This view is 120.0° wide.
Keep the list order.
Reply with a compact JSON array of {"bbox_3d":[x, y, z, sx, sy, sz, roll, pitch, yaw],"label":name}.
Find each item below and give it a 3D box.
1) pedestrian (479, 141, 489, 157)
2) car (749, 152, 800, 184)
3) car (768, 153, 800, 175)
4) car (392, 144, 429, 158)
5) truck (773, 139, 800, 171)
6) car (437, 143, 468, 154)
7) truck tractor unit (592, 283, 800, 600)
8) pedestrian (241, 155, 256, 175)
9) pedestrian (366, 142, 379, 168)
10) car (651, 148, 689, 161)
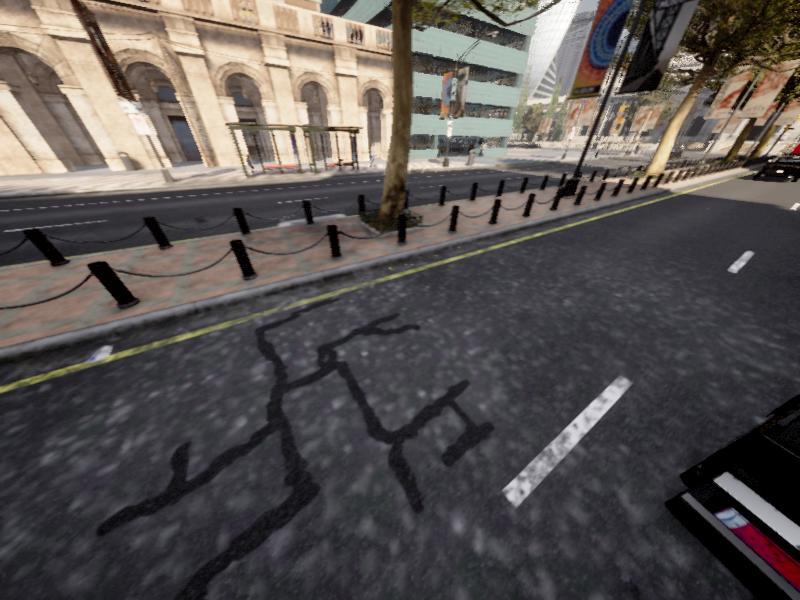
[{"bbox_3d":[11.939,-21.499,32.902,0.751,1.860,0.751,-24,42,-31],"label":"pedestrian"},{"bbox_3d":[27.987,-9.641,16.673,5.238,1.638,1.930,-19,39,-25],"label":"car"},{"bbox_3d":[34.613,-11.852,20.057,3.806,1.475,1.970,-19,39,-25],"label":"car"},{"bbox_3d":[1.499,-21.249,32.887,4.786,1.482,2.161,-19,40,-26],"label":"car"},{"bbox_3d":[40.176,-14.173,22.577,5.204,2.467,2.627,-19,39,-25],"label":"truck"},{"bbox_3d":[9.237,-26.721,40.729,4.902,1.511,2.128,-19,40,-26],"label":"car"},{"bbox_3d":[5.252,-0.128,0.553,6.516,4.208,3.053,-12,36,-17],"label":"truck tractor unit"},{"bbox_3d":[-10.229,-9.150,15.651,0.500,1.100,0.500,-20,40,-26],"label":"pedestrian"},{"bbox_3d":[-2.287,-12.228,19.484,0.751,1.860,0.751,-19,39,-26],"label":"pedestrian"},{"bbox_3d":[38.902,-21.029,33.287,5.357,1.411,2.033,-19,39,-26],"label":"car"}]
